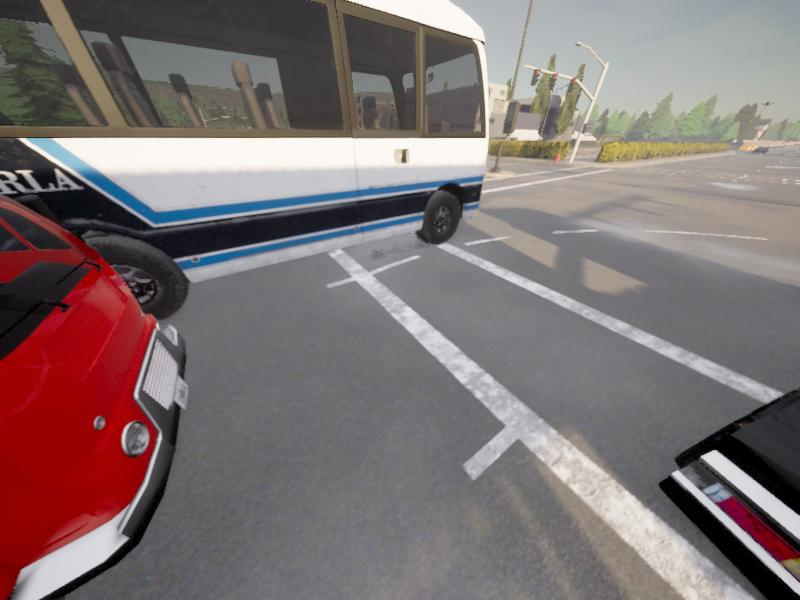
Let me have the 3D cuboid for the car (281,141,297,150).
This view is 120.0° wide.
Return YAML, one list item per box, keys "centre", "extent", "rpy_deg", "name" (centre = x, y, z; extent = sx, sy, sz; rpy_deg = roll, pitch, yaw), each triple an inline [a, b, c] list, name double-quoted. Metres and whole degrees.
- centre: [-24.338, -33.890, 50.589]
  extent: [2.033, 1.649, 4.856]
  rpy_deg: [-21, 40, -27]
  name: "car"

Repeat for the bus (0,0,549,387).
- centre: [-2.740, -2.817, 4.261]
  extent: [10.273, 4.253, 3.944]
  rpy_deg: [-21, 41, -27]
  name: "bus"

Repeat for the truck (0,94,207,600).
- centre: [-4.102, 0.967, 0.399]
  extent: [5.204, 2.467, 2.627]
  rpy_deg: [-21, 40, -27]
  name: "truck"

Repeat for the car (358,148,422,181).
- centre: [-0.878, -10.013, 16.834]
  extent: [2.152, 1.651, 5.027]
  rpy_deg: [-21, 40, -27]
  name: "car"

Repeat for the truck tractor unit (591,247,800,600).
- centre: [5.297, -0.048, 0.428]
  extent: [6.516, 4.208, 3.053]
  rpy_deg: [-9, 36, -13]
  name: "truck tractor unit"

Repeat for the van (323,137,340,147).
- centre: [-19.867, -45.889, 67.064]
  extent: [2.351, 2.431, 6.366]
  rpy_deg: [-21, 40, -27]
  name: "van"

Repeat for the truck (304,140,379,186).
- centre: [-4.040, -9.327, 15.398]
  extent: [2.390, 2.098, 6.274]
  rpy_deg: [-21, 41, -27]
  name: "truck"

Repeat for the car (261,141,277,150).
- centre: [-28.980, -34.256, 51.138]
  extent: [2.038, 1.542, 4.974]
  rpy_deg: [-21, 40, -27]
  name: "car"
